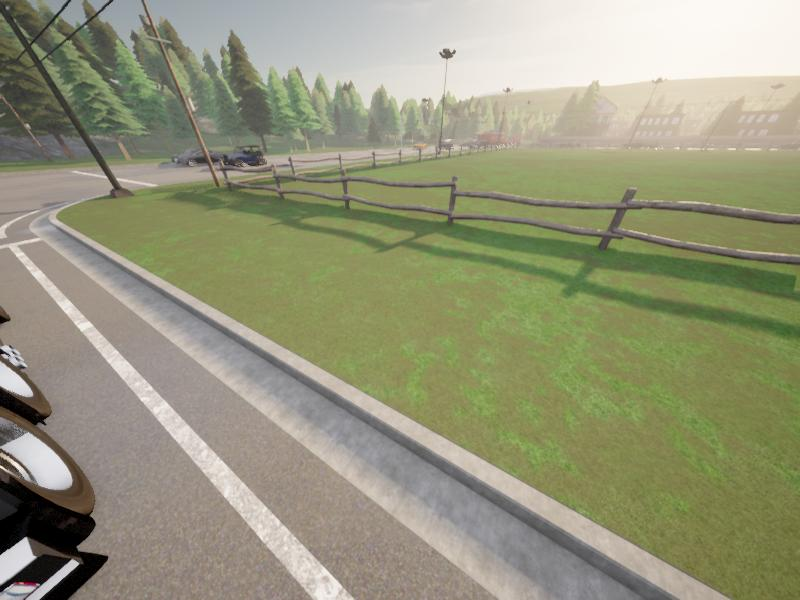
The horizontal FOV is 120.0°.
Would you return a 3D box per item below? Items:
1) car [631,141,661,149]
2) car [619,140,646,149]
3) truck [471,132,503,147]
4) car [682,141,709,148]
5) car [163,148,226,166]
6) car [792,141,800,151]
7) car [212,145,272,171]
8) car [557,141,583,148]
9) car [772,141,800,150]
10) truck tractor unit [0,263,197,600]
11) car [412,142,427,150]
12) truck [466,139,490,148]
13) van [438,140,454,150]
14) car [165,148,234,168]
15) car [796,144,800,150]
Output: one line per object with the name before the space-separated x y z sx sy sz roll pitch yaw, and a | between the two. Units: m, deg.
car | 62.323 -39.349 58.573 4.792 1.488 2.163 18 39 25
car | 54.846 -36.768 54.592 3.866 1.878 1.905 18 39 25
truck | 27.755 -51.217 73.797 8.468 3.827 2.891 -3 35 -4
car | 74.658 -39.358 58.408 3.633 1.501 1.845 18 39 25
car | -23.541 -16.633 26.704 1.837 1.490 4.892 18 39 25
car | 81.862 -29.989 44.951 5.366 1.575 1.801 18 39 25
car | -14.766 -13.511 21.814 1.905 1.878 3.866 18 39 24
car | 45.824 -41.989 62.347 5.238 1.638 1.930 18 39 25
car | 82.475 -32.106 47.983 5.008 1.535 1.882 18 39 25
truck tractor unit | -5.111 -0.301 0.780 6.516 4.208 3.053 18 39 24
car | 5.193 -40.439 60.541 1.882 1.535 5.008 19 39 25
truck | 23.909 -48.056 70.809 6.274 2.098 2.390 -12 37 -16
van | 11.493 -38.876 57.817 2.069 2.038 4.480 19 39 25
car | -21.011 -15.145 24.537 2.128 1.511 4.902 18 39 24
car | 88.365 -32.473 48.462 5.008 1.535 1.882 18 39 25
